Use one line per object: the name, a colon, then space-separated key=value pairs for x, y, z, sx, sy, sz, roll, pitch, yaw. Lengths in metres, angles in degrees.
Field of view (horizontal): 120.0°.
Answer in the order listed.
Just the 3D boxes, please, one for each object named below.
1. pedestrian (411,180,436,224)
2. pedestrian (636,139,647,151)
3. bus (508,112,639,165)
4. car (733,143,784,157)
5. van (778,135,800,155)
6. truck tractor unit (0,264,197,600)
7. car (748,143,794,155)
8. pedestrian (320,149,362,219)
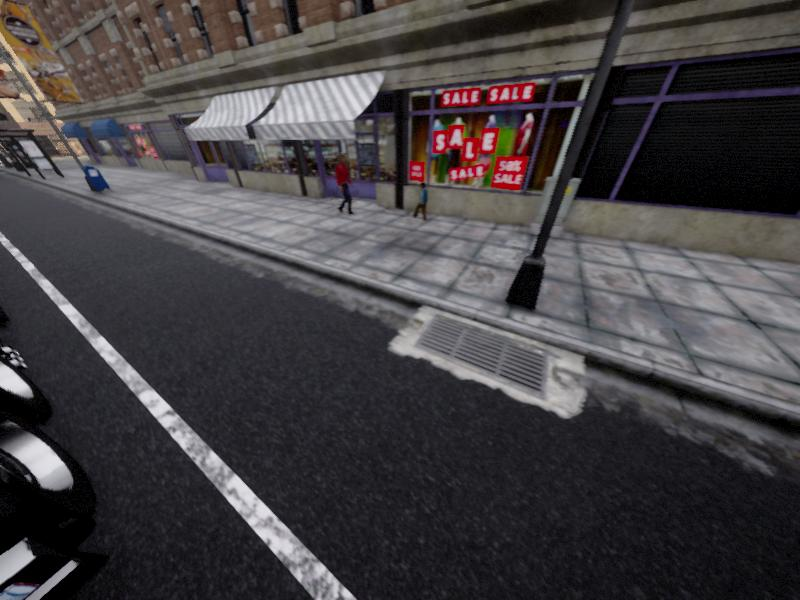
pedestrian: x=0.691 y=-2.976 z=7.006 sx=0.500 sy=1.100 sz=0.500 roll=-30 pitch=44 yaw=-35
pedestrian: x=48.226 y=-30.960 z=46.147 sx=0.751 sy=1.860 sz=0.751 roll=13 pitch=37 yaw=19
bus: x=18.340 y=-17.873 z=25.815 sx=10.273 sy=4.253 sz=3.944 roll=18 pitch=39 yaw=24
car: x=53.496 y=-22.561 z=34.641 sx=2.128 sy=1.511 sz=4.902 roll=18 pitch=39 yaw=24
van: x=62.041 y=-23.516 z=35.032 sx=1.988 sy=2.561 sz=5.915 roll=18 pitch=39 yaw=24
truck tractor unit: x=-5.112 y=-0.300 z=0.785 sx=6.516 sy=4.208 sz=3.053 roll=18 pitch=39 yaw=24
car: x=59.150 y=-24.211 z=36.976 sx=1.837 sy=1.490 sz=4.892 roll=18 pitch=38 yaw=24
pedestrian: x=-1.828 y=-3.700 z=7.403 sx=0.751 sy=1.860 sz=0.751 roll=13 pitch=37 yaw=18
